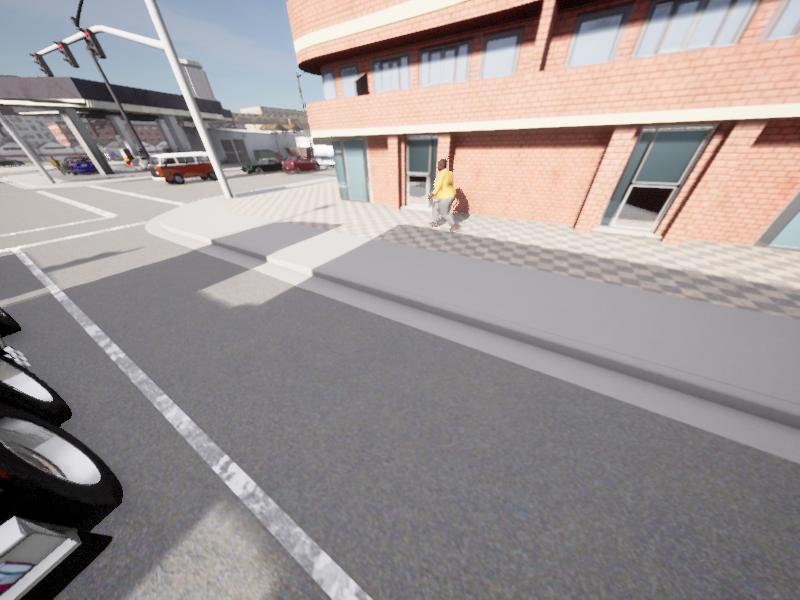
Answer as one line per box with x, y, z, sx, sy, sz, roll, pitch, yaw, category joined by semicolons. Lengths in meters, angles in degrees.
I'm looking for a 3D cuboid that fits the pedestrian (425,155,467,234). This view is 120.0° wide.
1.234;-2.905;6.419;0.751;1.860;0.751;18;39;26;pedestrian

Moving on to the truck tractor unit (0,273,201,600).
-5.216;-0.168;0.787;6.516;4.208;3.053;15;41;25;truck tractor unit

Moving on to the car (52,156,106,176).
-35.402;-14.856;25.486;4.611;1.667;2.242;17;39;25;car

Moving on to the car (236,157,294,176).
-13.544;-13.632;23.477;1.895;1.301;4.718;16;38;24;car

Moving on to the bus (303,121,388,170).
-5.922;-18.889;28.283;3.944;4.253;10.273;17;38;24;bus

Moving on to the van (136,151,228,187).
-16.935;-10.475;18.317;2.069;2.038;4.480;16;38;24;van
